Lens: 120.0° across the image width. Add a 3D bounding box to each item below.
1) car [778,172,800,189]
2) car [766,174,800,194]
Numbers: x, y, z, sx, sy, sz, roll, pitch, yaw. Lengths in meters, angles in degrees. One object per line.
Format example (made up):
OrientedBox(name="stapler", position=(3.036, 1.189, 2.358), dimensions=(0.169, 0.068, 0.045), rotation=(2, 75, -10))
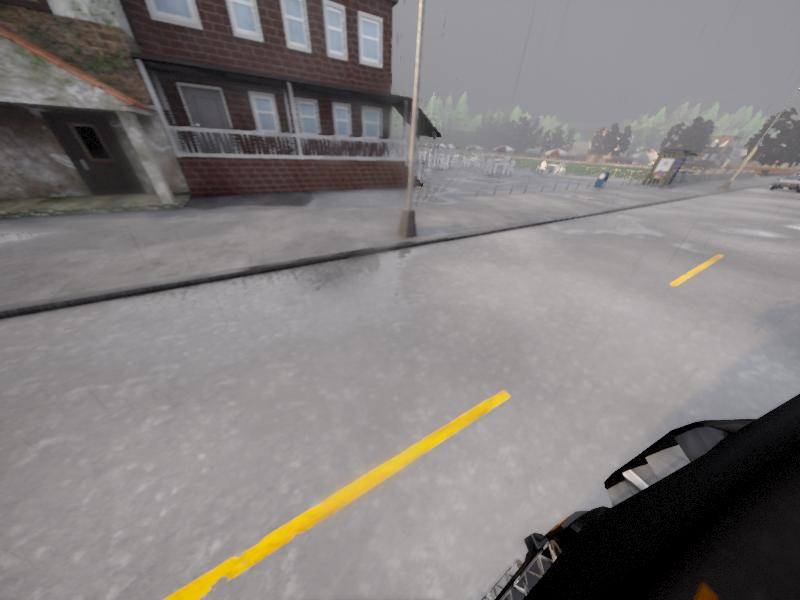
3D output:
OrientedBox(name="car", position=(46.455, -13.780, 26.690), dimensions=(4.514, 1.525, 2.007), rotation=(-16, 38, -26))
OrientedBox(name="car", position=(39.683, -11.790, 23.314), dimensions=(5.357, 1.411, 2.033), rotation=(-16, 38, -26))
